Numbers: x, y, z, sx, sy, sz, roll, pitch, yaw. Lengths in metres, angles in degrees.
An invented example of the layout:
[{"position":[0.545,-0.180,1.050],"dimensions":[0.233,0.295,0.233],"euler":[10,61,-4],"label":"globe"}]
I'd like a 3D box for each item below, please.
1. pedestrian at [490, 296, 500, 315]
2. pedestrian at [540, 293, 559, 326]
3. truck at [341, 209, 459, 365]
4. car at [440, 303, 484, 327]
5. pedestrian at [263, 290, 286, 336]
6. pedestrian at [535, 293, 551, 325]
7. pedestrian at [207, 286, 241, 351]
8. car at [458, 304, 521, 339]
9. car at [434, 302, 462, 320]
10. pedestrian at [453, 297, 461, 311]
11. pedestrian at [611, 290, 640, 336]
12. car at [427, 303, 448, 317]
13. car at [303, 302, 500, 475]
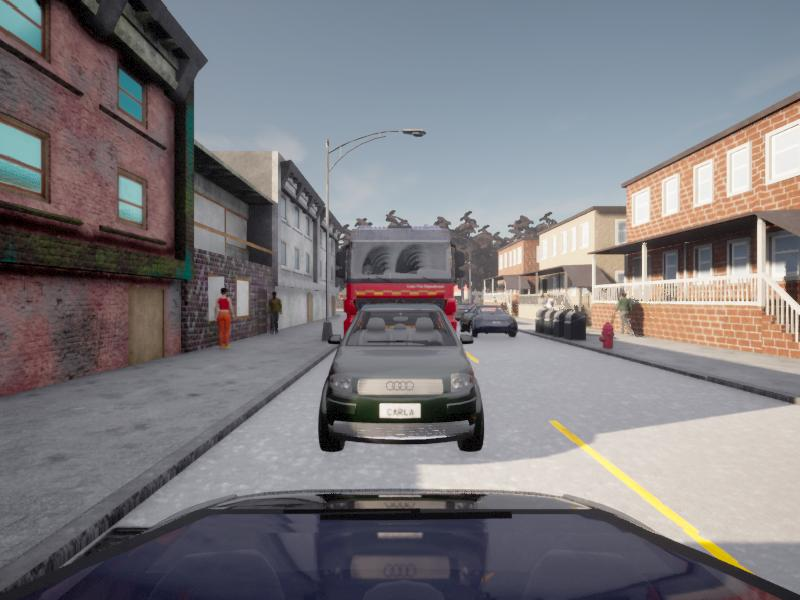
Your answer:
[{"position":[9.214,0.533,38.774],"dimensions":[0.751,1.860,0.751],"euler":[0,0,2],"label":"pedestrian"},{"position":[8.725,0.533,23.343],"dimensions":[0.751,1.860,0.751],"euler":[0,0,-12],"label":"pedestrian"},{"position":[-0.010,-0.321,14.022],"dimensions":[2.891,3.827,8.468],"euler":[0,0,0],"label":"truck"},{"position":[3.970,0.895,26.452],"dimensions":[2.033,1.411,5.357],"euler":[0,0,0],"label":"car"},{"position":[-5.229,0.533,16.682],"dimensions":[0.751,1.860,0.751],"euler":[0,0,-2],"label":"pedestrian"},{"position":[8.628,0.533,24.106],"dimensions":[0.751,1.860,0.751],"euler":[0,0,6],"label":"pedestrian"},{"position":[-5.255,0.533,11.959],"dimensions":[0.751,1.860,0.751],"euler":[0,0,-7],"label":"pedestrian"},{"position":[3.987,0.907,18.568],"dimensions":[1.994,1.385,4.181],"euler":[0,0,0],"label":"car"},{"position":[3.915,0.870,33.546],"dimensions":[1.812,1.442,4.674],"euler":[0,0,0],"label":"car"},{"position":[7.501,0.525,52.895],"dimensions":[0.751,1.860,0.751],"euler":[0,0,-21],"label":"pedestrian"},{"position":[9.233,0.533,16.411],"dimensions":[0.751,1.860,0.751],"euler":[0,0,0],"label":"pedestrian"},{"position":[3.709,0.944,40.026],"dimensions":[1.895,1.301,4.718],"euler":[0,0,3],"label":"car"},{"position":[0.007,0.815,5.489],"dimensions":[1.789,1.549,3.705],"euler":[0,0,0],"label":"car"}]
